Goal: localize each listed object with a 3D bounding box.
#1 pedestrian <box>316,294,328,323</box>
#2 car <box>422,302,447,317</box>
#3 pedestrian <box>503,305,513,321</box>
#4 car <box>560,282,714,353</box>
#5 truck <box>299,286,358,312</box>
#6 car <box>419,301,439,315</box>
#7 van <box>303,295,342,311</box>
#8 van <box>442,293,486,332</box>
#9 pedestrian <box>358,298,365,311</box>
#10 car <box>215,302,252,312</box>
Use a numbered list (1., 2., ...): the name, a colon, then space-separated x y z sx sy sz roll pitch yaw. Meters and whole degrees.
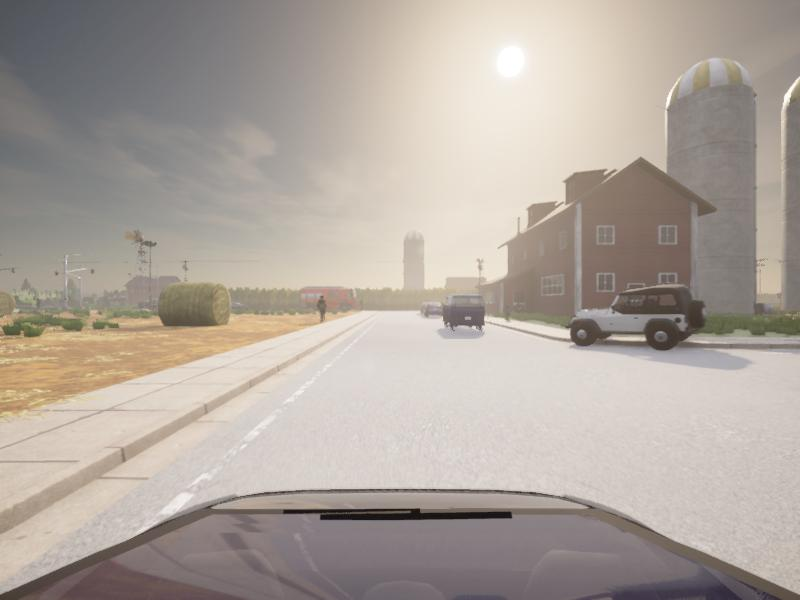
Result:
1. pedestrian: -5.061 0.550 26.018 0.751 1.860 0.751 0 0 -6
2. car: 3.444 0.951 41.037 2.163 1.488 4.792 0 0 0
3. pedestrian: 7.562 0.934 28.083 0.500 1.100 0.500 0 0 -9
4. car: 7.647 0.521 13.157 1.905 1.878 3.866 -8 3 -42
5. truck: -10.889 -0.145 61.132 8.468 3.827 2.891 0 0 1
6. car: 3.432 0.889 48.287 1.930 1.638 5.238 0 0 0
7. van: -12.513 0.506 64.664 5.915 2.561 1.988 0 0 1
8. van: 3.470 0.654 22.561 1.775 1.987 4.442 0 0 0
9. pedestrian: -5.394 0.637 56.225 0.751 1.860 0.751 0 0 16
10. car: -25.440 1.027 61.346 4.792 1.488 2.163 0 0 1
